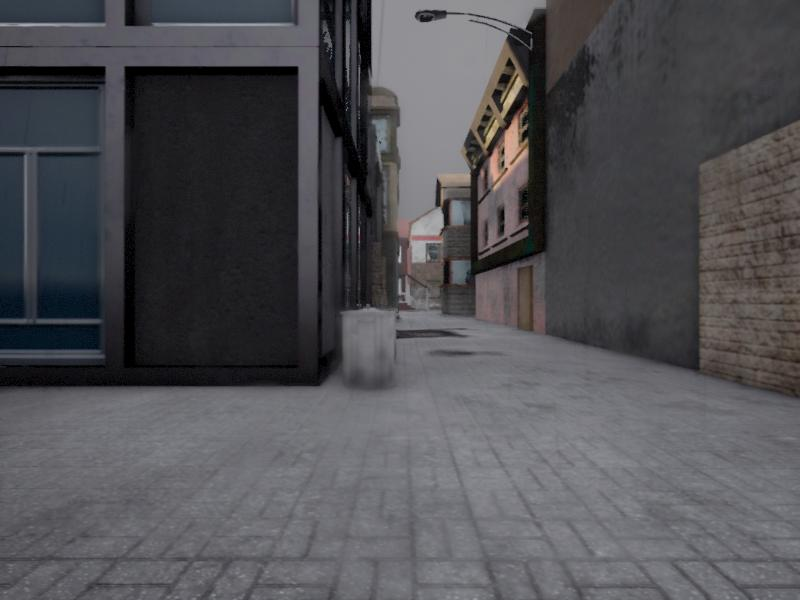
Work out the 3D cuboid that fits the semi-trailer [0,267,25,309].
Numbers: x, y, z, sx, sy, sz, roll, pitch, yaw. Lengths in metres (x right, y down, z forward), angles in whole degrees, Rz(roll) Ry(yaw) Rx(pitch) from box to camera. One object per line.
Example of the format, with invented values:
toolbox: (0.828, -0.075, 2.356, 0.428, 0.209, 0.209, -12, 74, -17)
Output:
semi-trailer: (-42.739, -1.238, 36.937, 2.717, 4.402, 14.254, 0, 0, 0)
